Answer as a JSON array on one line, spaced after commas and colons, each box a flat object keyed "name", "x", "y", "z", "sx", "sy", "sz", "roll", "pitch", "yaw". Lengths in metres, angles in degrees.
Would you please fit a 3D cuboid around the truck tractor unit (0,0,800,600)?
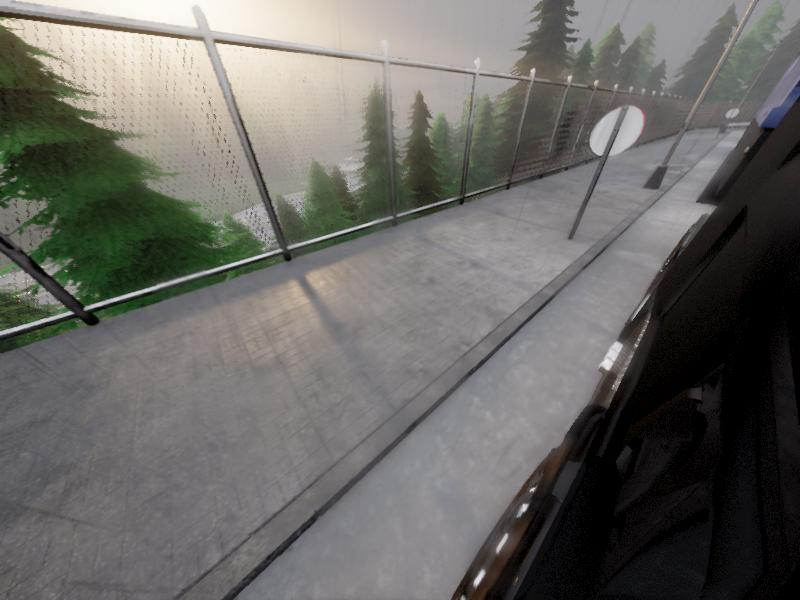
[{"name": "truck tractor unit", "x": 2.645, "y": -0.295, "z": 0.351, "sx": 6.516, "sy": 4.208, "sz": 3.053, "roll": -28, "pitch": 44, "yaw": -30}]

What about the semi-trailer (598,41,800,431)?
[{"name": "semi-trailer", "x": 8.692, "y": -3.615, "z": 4.226, "sx": 14.254, "sy": 4.402, "sz": 2.717, "roll": -28, "pitch": 44, "yaw": -30}]

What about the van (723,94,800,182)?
[{"name": "van", "x": 16.351, "y": -6.949, "z": 9.740, "sx": 5.915, "sy": 2.561, "sz": 1.988, "roll": -28, "pitch": 44, "yaw": -30}]
